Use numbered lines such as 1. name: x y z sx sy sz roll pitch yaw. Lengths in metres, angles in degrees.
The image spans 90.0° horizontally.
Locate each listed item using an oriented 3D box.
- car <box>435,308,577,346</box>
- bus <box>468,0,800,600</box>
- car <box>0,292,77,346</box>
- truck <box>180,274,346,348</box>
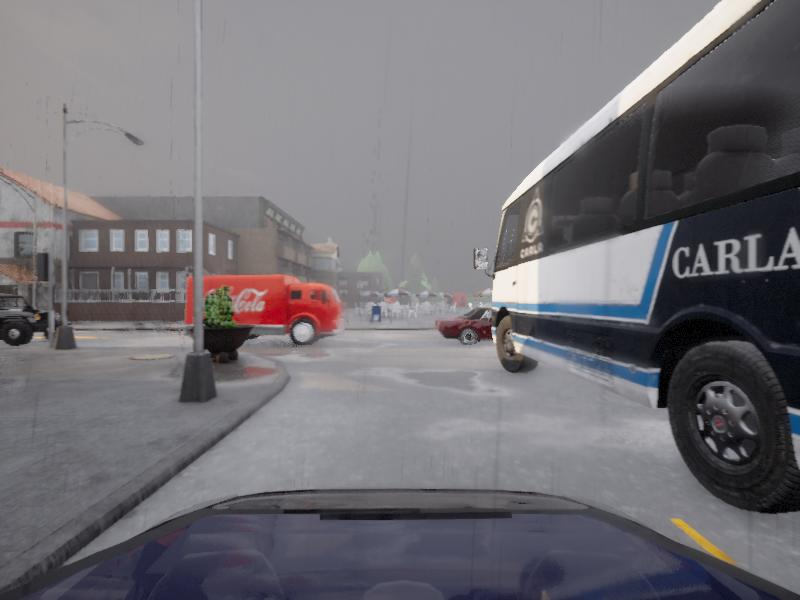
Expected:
1. car: 3.744 0.946 14.710 4.718 1.301 1.895 0 0 0
2. bus: 3.827 -0.533 5.327 3.944 4.253 10.273 0 0 -1
3. car: -14.614 0.649 14.732 3.866 1.878 1.905 0 0 0
4. truck: -4.766 0.362 14.720 5.204 2.467 2.627 0 0 0
